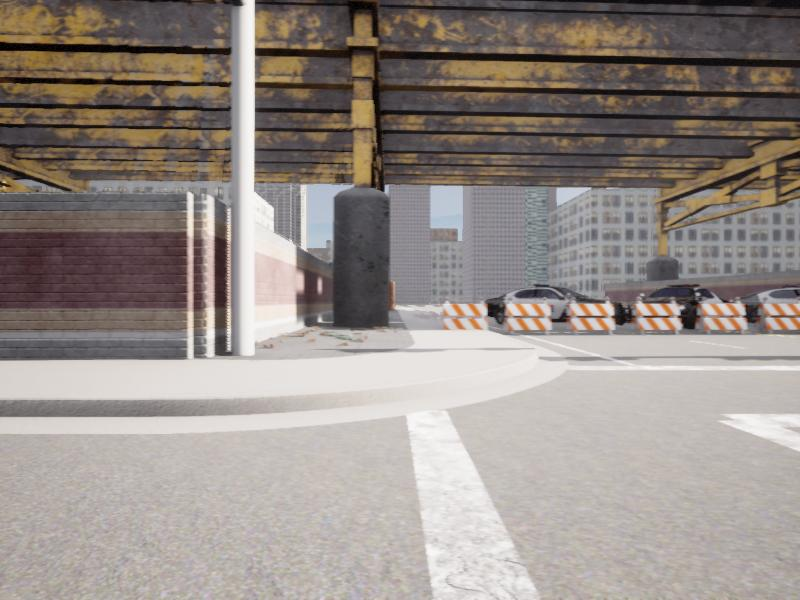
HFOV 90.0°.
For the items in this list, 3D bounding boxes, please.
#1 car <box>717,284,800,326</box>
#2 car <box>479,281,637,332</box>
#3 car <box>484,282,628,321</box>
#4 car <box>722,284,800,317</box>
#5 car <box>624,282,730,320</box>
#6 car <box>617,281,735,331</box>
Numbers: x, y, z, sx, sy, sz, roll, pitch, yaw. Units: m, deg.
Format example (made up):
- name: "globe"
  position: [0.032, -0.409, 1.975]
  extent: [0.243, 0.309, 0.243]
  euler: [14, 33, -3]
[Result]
- name: "car"
  position: [15.570, 0.190, 15.435]
  extent: [4.974, 1.542, 2.038]
  euler: [0, 0, 29]
- name: "car"
  position: [5.596, 0.194, 14.634]
  extent: [4.974, 1.542, 2.038]
  euler: [0, 0, 44]
- name: "car"
  position: [5.558, 0.037, 14.669]
  extent: [4.536, 1.218, 1.853]
  euler: [0, 0, 44]
- name: "car"
  position: [15.525, 0.033, 15.460]
  extent: [4.536, 1.218, 1.853]
  euler: [0, 0, 29]
- name: "car"
  position: [10.245, 0.035, 14.676]
  extent: [4.536, 1.218, 1.853]
  euler: [0, 0, -36]
- name: "car"
  position: [10.204, 0.192, 14.645]
  extent: [4.974, 1.542, 2.038]
  euler: [0, 0, -36]
